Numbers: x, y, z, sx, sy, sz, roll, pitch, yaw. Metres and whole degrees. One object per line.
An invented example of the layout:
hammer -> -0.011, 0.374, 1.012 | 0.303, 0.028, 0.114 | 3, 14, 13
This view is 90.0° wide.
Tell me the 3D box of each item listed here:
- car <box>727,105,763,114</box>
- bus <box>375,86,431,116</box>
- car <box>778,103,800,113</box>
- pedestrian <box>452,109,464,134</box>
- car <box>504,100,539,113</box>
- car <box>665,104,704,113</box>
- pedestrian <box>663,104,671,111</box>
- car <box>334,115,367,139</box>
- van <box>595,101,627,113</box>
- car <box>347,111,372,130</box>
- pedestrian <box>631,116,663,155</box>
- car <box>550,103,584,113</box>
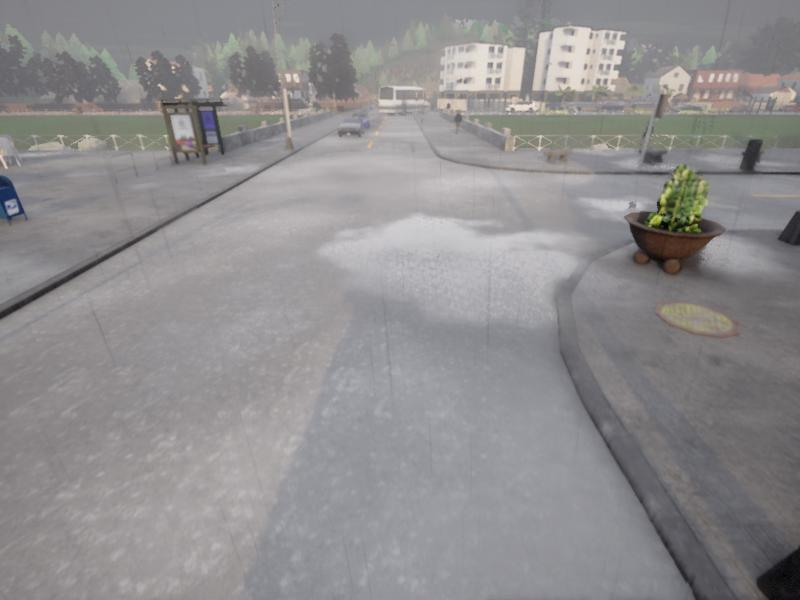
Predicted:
car -> 60.142, -33.235, 69.735 | 4.181, 1.385, 1.994 | 0, 27, 0
bus -> 0.737, -33.299, 66.801 | 3.944, 4.253, 10.273 | 19, 33, 32
car -> 72.318, -35.127, 73.252 | 3.988, 1.617, 1.851 | 0, 27, 0
pedestrian -> 4.736, -14.531, 32.595 | 0.751, 1.860, 0.751 | 6, 28, 11
car -> 22.108, -35.343, 73.180 | 5.566, 2.045, 2.150 | 0, 27, 0
car -> 52.064, -35.069, 73.299 | 5.357, 1.411, 2.033 | 0, 27, 0
pedestrian -> 52.187, -37.612, 78.087 | 0.751, 1.300, 0.751 | -1, 27, -1
car -> -3.980, -14.375, 33.095 | 2.033, 1.411, 5.357 | 0, 27, 0
van -> 38.519, -35.324, 73.179 | 4.442, 1.987, 1.775 | 0, 27, 0
car -> -3.989, -18.008, 40.024 | 2.007, 1.525, 4.514 | 0, 27, 0
pedestrian -> 13.315, -8.864, 21.579 | 0.751, 1.860, 0.751 | -4, 27, -8
car -> 30.574, -35.168, 73.266 | 5.238, 1.638, 1.930 | 0, 27, 0
